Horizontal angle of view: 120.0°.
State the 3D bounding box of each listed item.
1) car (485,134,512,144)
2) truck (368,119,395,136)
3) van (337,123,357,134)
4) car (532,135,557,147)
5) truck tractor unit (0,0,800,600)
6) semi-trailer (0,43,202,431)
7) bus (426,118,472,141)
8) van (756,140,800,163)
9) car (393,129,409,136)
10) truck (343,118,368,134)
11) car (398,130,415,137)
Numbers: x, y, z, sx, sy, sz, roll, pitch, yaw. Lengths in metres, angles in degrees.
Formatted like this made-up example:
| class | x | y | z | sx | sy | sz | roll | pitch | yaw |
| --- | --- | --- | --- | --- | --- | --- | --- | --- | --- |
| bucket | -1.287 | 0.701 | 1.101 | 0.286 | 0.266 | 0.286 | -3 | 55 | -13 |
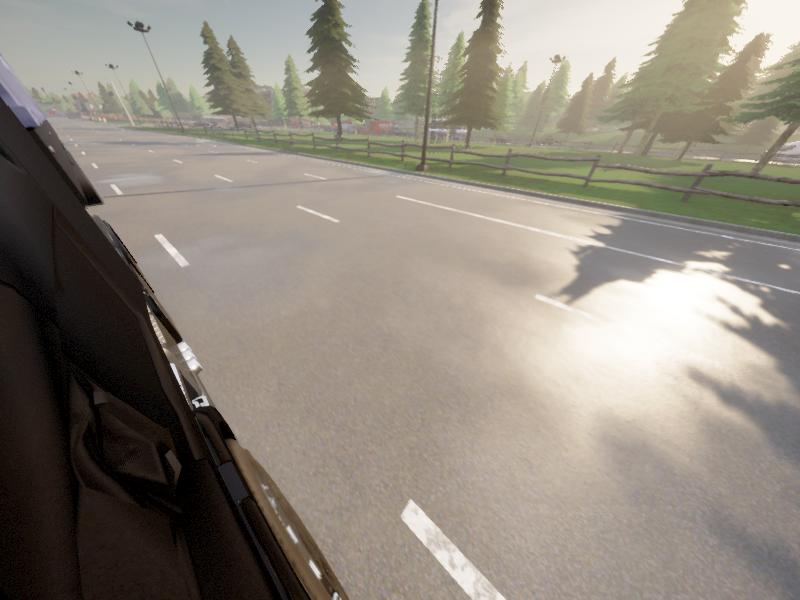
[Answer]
| class | x | y | z | sx | sy | sz | roll | pitch | yaw |
| --- | --- | --- | --- | --- | --- | --- | --- | --- | --- |
| car | 22.219 | -36.456 | 52.275 | 5.027 | 1.651 | 2.152 | 30 | 45 | 32 |
| truck | -5.728 | -52.412 | 70.111 | 8.468 | 3.827 | 2.891 | 28 | 44 | 30 |
| van | -17.035 | -55.142 | 74.262 | 6.366 | 2.431 | 2.351 | 28 | 44 | 30 |
| car | 31.241 | -34.578 | 50.071 | 3.866 | 1.878 | 1.905 | 28 | 44 | 30 |
| truck tractor unit | -2.645 | -0.295 | 0.351 | 6.516 | 4.208 | 3.053 | 28 | 44 | 30 |
| semi-trailer | -8.698 | -3.595 | 4.242 | 14.254 | 4.402 | 2.717 | 28 | 44 | 30 |
| bus | 12.052 | -42.974 | 58.187 | 10.273 | 4.253 | 3.944 | 28 | 44 | 30 |
| van | 59.739 | -22.359 | 34.835 | 5.915 | 2.561 | 1.988 | 28 | 44 | 30 |
| car | 0.246 | -51.019 | 70.515 | 5.008 | 1.535 | 1.882 | 28 | 44 | 30 |
| truck | -14.710 | -57.219 | 76.007 | 8.468 | 3.827 | 2.891 | 28 | 44 | 30 |
| car | 1.956 | -47.368 | 65.805 | 4.514 | 1.525 | 2.007 | 28 | 44 | 30 |
